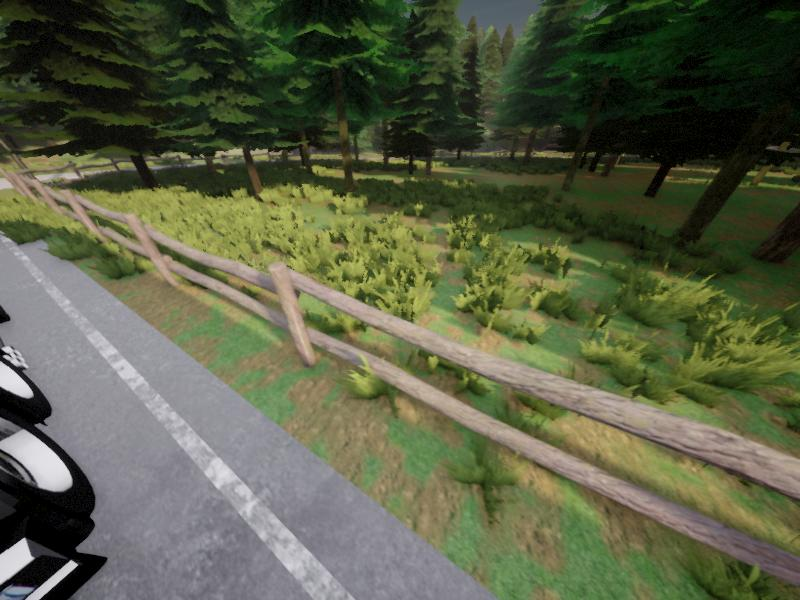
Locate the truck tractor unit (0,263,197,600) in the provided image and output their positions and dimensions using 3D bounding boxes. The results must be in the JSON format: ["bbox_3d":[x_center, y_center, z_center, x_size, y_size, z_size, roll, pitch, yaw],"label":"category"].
[{"bbox_3d":[-5.116,-0.294,0.793,6.516,4.208,3.053,18,39,24],"label":"truck tractor unit"}]
